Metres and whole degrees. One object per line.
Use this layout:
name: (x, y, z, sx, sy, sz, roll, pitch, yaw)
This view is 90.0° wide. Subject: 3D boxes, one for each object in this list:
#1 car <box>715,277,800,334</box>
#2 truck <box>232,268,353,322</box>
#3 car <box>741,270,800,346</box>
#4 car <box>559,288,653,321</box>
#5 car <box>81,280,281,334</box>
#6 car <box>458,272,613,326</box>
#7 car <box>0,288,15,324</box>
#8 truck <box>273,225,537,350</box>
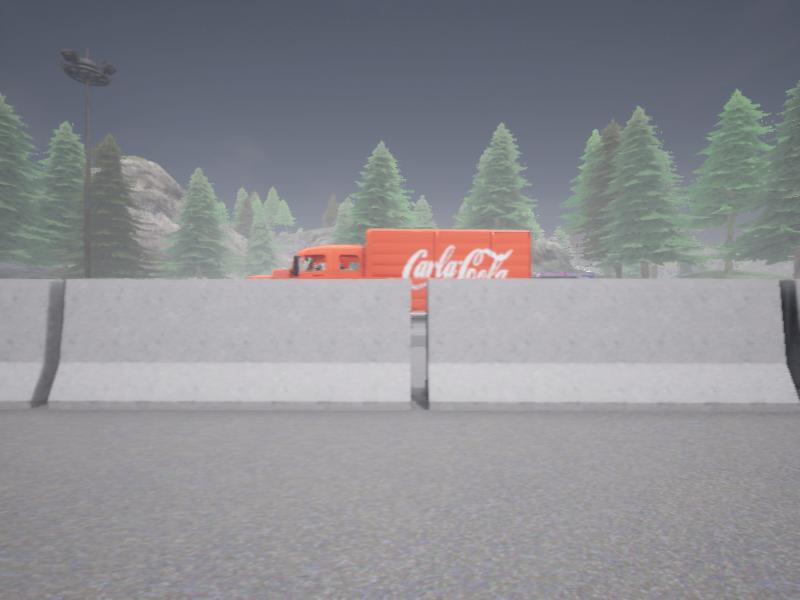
car: (13.169, 0.154, 12.688, 4.611, 1.667, 2.242, 0, 0, 0)
truck: (-5.136, -0.244, 19.758, 5.204, 2.467, 2.627, 0, 1, 2)
car: (11.135, 0.176, 9.190, 4.856, 1.649, 2.033, 0, 0, 0)
car: (10.036, 0.213, 19.695, 3.705, 1.549, 1.789, 0, 0, 0)
car: (-6.720, 0.202, 12.694, 5.366, 1.575, 1.801, 0, 0, 0)
car: (5.273, -0.032, 16.200, 5.566, 2.045, 2.150, 0, 0, 0)
car: (-18.918, 0.246, 16.177, 4.892, 1.490, 1.837, 0, 0, 0)
truck: (0.107, -0.244, 9.200, 5.204, 2.467, 2.627, 0, 0, 0)
